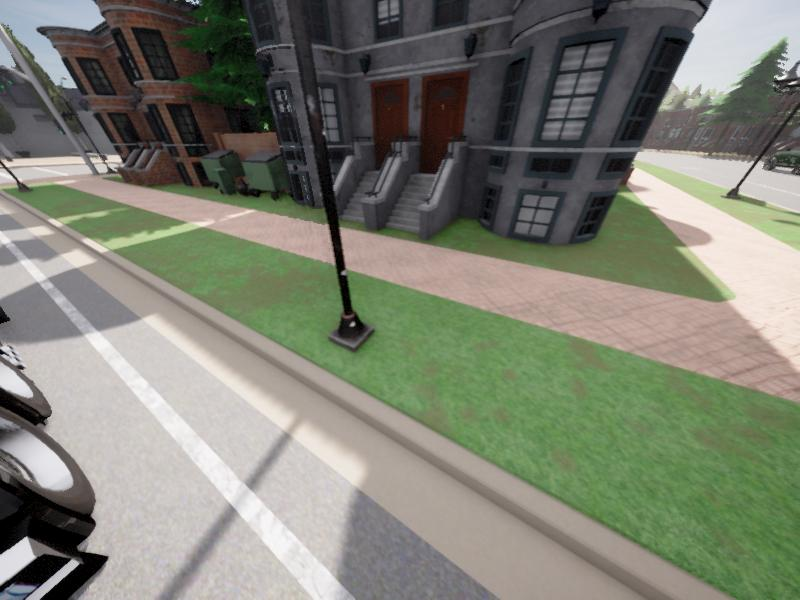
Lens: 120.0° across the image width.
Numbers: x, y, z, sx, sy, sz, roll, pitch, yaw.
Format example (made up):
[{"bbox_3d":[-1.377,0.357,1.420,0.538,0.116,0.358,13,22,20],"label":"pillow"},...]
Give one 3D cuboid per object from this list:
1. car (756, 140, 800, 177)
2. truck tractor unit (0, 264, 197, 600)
[{"bbox_3d":[29.309,-10.050,16.320,2.150,2.045,5.566,18,39,24],"label":"car"},{"bbox_3d":[-5.112,-0.300,0.779,6.516,4.208,3.053,18,39,24],"label":"truck tractor unit"}]
